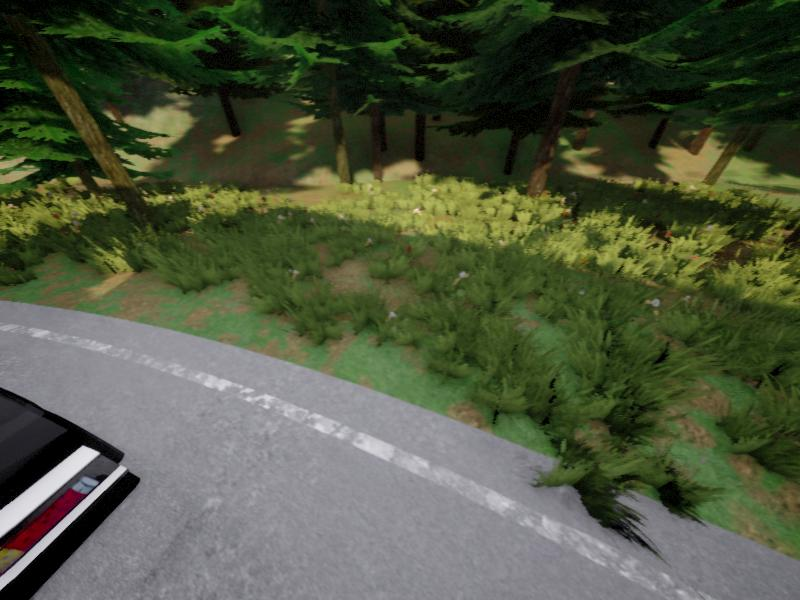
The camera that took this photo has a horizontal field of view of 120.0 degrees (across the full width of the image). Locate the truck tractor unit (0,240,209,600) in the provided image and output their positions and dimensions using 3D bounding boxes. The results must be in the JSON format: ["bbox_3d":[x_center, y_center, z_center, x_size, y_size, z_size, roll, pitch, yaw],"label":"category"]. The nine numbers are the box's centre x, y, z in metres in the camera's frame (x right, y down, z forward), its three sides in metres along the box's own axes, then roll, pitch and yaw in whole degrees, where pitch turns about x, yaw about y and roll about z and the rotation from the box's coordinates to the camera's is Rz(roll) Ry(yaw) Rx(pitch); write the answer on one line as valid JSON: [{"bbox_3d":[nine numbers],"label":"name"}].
[{"bbox_3d":[-5.316,-0.007,0.377,6.516,4.208,3.053,8,36,12],"label":"truck tractor unit"}]
